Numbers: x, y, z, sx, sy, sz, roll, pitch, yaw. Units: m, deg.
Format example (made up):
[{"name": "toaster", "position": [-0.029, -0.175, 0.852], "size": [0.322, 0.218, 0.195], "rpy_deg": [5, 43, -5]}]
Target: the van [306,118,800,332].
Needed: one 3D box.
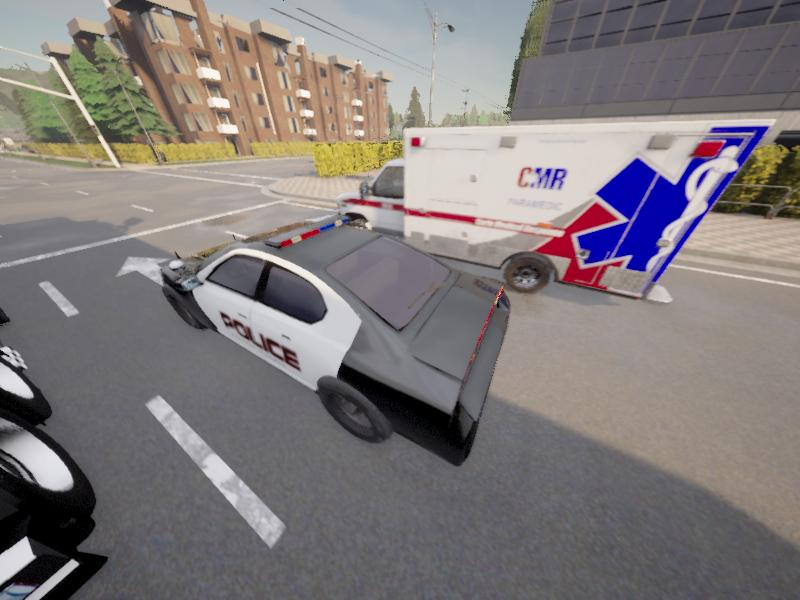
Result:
[{"name": "van", "position": [1.499, -2.026, 4.781], "size": [6.366, 2.431, 2.351], "rpy_deg": [18, 39, 24]}]

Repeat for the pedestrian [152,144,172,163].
[{"name": "pedestrian", "position": [-27.960, -17.295, 27.191], "size": [0.751, 1.860, 0.751], "rpy_deg": [18, 39, 25]}]

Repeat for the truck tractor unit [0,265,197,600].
[{"name": "truck tractor unit", "position": [-5.116, -0.293, 0.788], "size": [6.516, 4.208, 3.053], "rpy_deg": [18, 39, 24]}]

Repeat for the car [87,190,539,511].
[{"name": "car", "position": [-1.278, -0.254, 3.041], "size": [4.974, 1.542, 2.038], "rpy_deg": [18, 39, 25]}]
